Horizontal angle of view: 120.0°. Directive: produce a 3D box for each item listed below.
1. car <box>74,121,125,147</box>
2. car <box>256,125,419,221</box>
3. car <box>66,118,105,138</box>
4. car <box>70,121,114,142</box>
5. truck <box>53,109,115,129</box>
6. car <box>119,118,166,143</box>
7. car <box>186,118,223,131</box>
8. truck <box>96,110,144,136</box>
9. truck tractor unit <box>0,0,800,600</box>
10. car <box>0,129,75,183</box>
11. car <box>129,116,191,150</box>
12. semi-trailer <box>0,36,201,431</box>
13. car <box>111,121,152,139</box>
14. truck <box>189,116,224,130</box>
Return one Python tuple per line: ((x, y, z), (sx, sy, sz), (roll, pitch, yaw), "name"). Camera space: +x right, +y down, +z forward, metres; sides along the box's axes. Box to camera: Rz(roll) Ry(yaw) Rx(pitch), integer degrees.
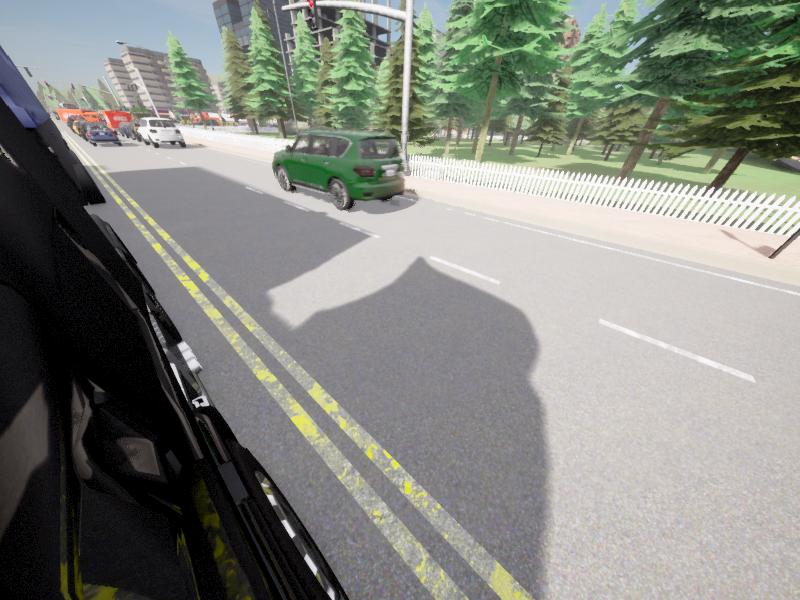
((-24.990, -13.813, 19.232), (3.705, 1.549, 1.789), (28, 44, 30), "car")
((-2.305, -4.692, 8.057), (5.566, 2.045, 2.150), (28, 44, 30), "car")
((-35.187, -19.244, 25.826), (5.366, 1.575, 1.801), (28, 44, 30), "car")
((-29.837, -16.355, 22.390), (4.193, 1.474, 1.816), (28, 44, 30), "car")
((-54.421, -31.299, 39.982), (5.204, 2.467, 2.627), (-7, 38, -12), "truck")
((-26.500, -17.482, 23.768), (4.605, 1.855, 1.932), (28, 44, 30), "car")
((-43.671, -39.379, 51.809), (2.150, 2.045, 5.566), (27, 43, 29), "car")
((-36.383, -22.978, 29.998), (5.204, 2.467, 2.627), (28, 44, 30), "truck")
((-2.645, -0.295, 0.351), (6.516, 4.208, 3.053), (28, 44, 30), "truck tractor unit")
((-15.558, -6.030, 9.508), (3.806, 1.475, 1.970), (28, 44, 30), "car")
((-20.939, -14.594, 20.119), (5.566, 2.045, 2.150), (28, 44, 30), "car")
((-8.661, -3.632, 4.262), (14.254, 4.402, 2.717), (29, 44, 30), "semi-trailer")
((-31.513, -19.984, 27.128), (4.792, 1.488, 2.163), (28, 44, 30), "car")
((-45.428, -41.638, 54.373), (2.627, 2.467, 5.204), (27, 43, 29), "truck")
